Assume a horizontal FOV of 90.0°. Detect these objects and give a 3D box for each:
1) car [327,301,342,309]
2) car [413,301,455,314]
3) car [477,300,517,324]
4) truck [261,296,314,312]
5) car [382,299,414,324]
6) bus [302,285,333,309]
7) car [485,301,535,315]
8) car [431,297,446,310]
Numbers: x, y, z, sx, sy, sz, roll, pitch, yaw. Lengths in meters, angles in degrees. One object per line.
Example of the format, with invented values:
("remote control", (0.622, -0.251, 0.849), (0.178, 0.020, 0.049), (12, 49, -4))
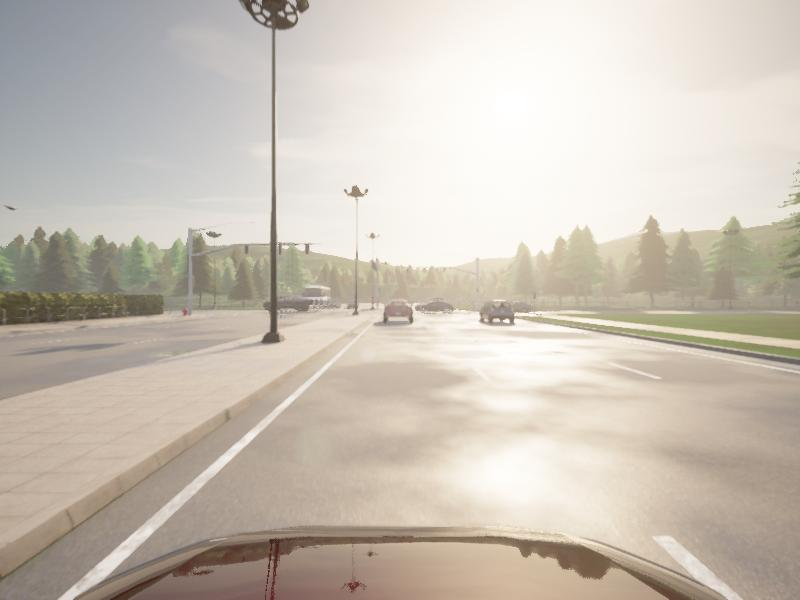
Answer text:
("car", (-11.916, 0.888, 73.116), (2.033, 1.411, 5.357), (0, 0, 0))
("car", (4.024, 0.845, 48.021), (4.892, 1.490, 1.837), (0, 0, -2))
("car", (6.877, 0.788, 28.748), (1.851, 1.617, 3.988), (0, 0, 0))
("truck", (-14.846, 0.542, 53.100), (6.274, 2.098, 2.390), (0, 0, 5))
("car", (-0.128, 0.781, 29.175), (2.152, 1.651, 5.027), (0, 0, 0))
("bus", (-15.307, -0.538, 75.197), (3.944, 4.253, 10.273), (0, 0, 0))
("car", (12.190, 0.838, 44.607), (4.902, 1.511, 2.128), (0, 0, -1))
("car", (6.252, 0.568, 65.688), (2.150, 2.045, 5.566), (0, 0, 2))
